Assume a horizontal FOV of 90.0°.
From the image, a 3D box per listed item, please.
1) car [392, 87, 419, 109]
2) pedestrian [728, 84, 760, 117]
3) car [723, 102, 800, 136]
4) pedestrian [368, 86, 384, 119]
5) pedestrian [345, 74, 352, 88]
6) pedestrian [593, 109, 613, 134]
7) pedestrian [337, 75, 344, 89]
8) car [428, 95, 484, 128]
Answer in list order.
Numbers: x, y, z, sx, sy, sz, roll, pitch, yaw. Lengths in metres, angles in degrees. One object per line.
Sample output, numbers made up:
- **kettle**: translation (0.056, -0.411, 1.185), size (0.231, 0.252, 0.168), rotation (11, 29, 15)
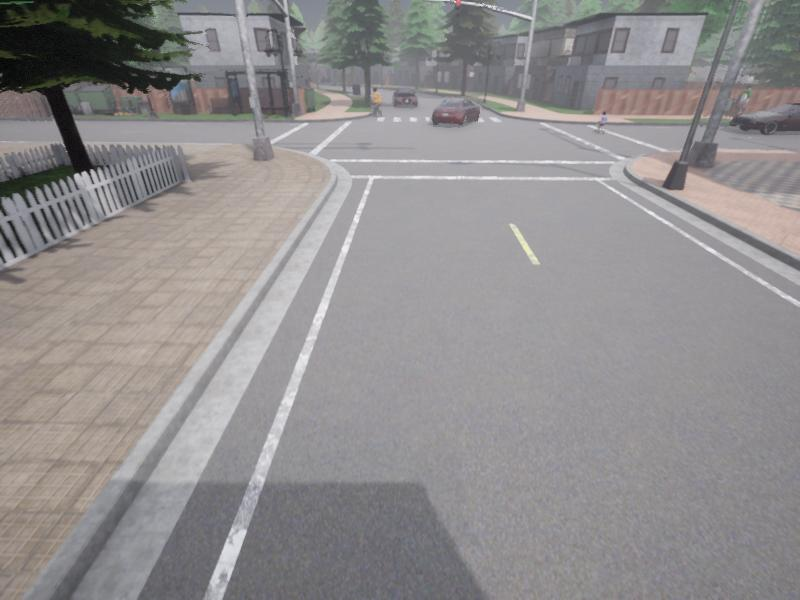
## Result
- **car**: translation (0.411, -17.531, 34.615), size (1.994, 1.385, 4.181), rotation (-2, 30, -4)
- **pedestrian**: translation (22.148, -12.827, 25.785), size (0.751, 1.860, 0.751), rotation (2, 30, 4)
- **car**: translation (20.420, -9.376, 20.686), size (5.357, 1.411, 2.033), rotation (2, 30, 3)
- **pedestrian**: translation (-1.564, -13.012, 26.338), size (0.751, 1.860, 0.751), rotation (-18, 35, -28)
- **pedestrian**: translation (-8.172, -34.865, 63.753), size (0.751, 1.860, 0.751), rotation (-21, 36, -32)
- **pedestrian**: translation (10.443, -9.166, 20.558), size (0.500, 1.100, 0.500), rotation (-2, 30, -4)
- **pedestrian**: translation (-9.194, -33.724, 61.797), size (0.751, 1.860, 0.751), rotation (-14, 33, -22)
- **car**: translation (3.451, -11.480, 24.272), size (1.994, 1.385, 4.181), rotation (15, 33, 23)
